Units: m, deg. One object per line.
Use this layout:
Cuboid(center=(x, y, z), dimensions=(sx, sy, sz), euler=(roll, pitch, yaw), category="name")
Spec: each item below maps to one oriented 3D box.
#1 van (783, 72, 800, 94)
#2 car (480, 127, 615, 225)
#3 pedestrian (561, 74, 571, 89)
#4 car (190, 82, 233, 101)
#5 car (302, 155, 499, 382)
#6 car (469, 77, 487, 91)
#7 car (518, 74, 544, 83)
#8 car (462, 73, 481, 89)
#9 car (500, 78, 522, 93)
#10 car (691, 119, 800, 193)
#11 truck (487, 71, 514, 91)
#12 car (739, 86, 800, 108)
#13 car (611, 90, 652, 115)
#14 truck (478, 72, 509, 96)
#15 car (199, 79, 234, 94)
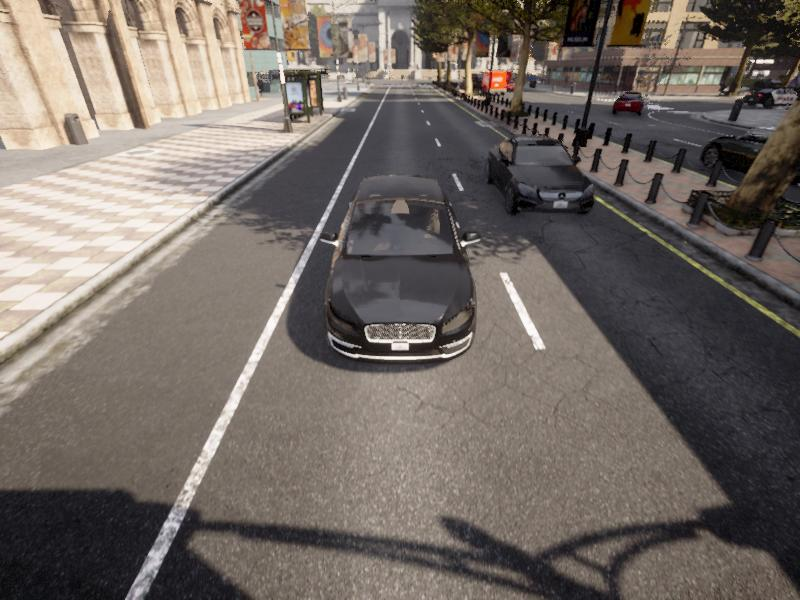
Cuboid(center=(52.987, -27.527, 50.800), dimensions=(2.351, 2.431, 6.366), euler=(0, 30, 0), category="van")
Cuboid(center=(3.480, -3.460, 10.522), dimensions=(1.812, 1.442, 4.674), euler=(0, 30, 0), category="car")
Cuboid(center=(24.836, -32.738, 59.918), dimensions=(0.751, 1.860, 0.751), euler=(-2, 30, -3), category="pedestrian")
Cuboid(center=(-19.307, -21.565, 41.292), dimensions=(2.161, 1.482, 4.786), euler=(0, 30, 0), category="car")
Cuboid(center=(0.003, -0.977, 6.212), dimensions=(1.837, 1.490, 4.892), euler=(0, 31, 0), category="car")
Cuboid(center=(11.517, -31.896, 59.070), dimensions=(1.851, 1.617, 3.988), euler=(0, 30, 0), category="car")
Cuboid(center=(28.893, -49.017, 88.378), dimensions=(4.856, 1.649, 2.033), euler=(1, 30, 0), category="car")
Cuboid(center=(11.493, -35.499, 64.804), dimensions=(2.150, 2.045, 5.566), euler=(1, 30, 2), category="car")
Cuboid(center=(15.037, -29.106, 54.294), dimensions=(1.851, 1.617, 3.988), euler=(0, 30, 0), category="car")
Cuboid(center=(11.521, -4.595, 12.439), dimensions=(1.970, 1.475, 3.806), euler=(0, 30, 0), category="car")
Cuboid(center=(15.010, -32.887, 59.913), dimensions=(2.627, 2.467, 5.204), euler=(0, 30, 0), category="truck")
Cuboid(center=(32.957, -17.617, 34.702), dimensions=(4.974, 1.542, 2.038), euler=(-1, 30, -2), category="car")
Cuboid(center=(17.704, -15.115, 30.568), dimensions=(1.994, 1.385, 4.181), euler=(18, 35, 28), category="car")
Cuboid(center=(11.514, -26.957, 49.750), dimensions=(2.627, 2.467, 5.204), euler=(0, 30, 0), category="truck")
Cuboid(center=(-23.437, -27.442, 51.278), dimensions=(2.128, 1.511, 4.902), euler=(0, 30, 0), category="car")
